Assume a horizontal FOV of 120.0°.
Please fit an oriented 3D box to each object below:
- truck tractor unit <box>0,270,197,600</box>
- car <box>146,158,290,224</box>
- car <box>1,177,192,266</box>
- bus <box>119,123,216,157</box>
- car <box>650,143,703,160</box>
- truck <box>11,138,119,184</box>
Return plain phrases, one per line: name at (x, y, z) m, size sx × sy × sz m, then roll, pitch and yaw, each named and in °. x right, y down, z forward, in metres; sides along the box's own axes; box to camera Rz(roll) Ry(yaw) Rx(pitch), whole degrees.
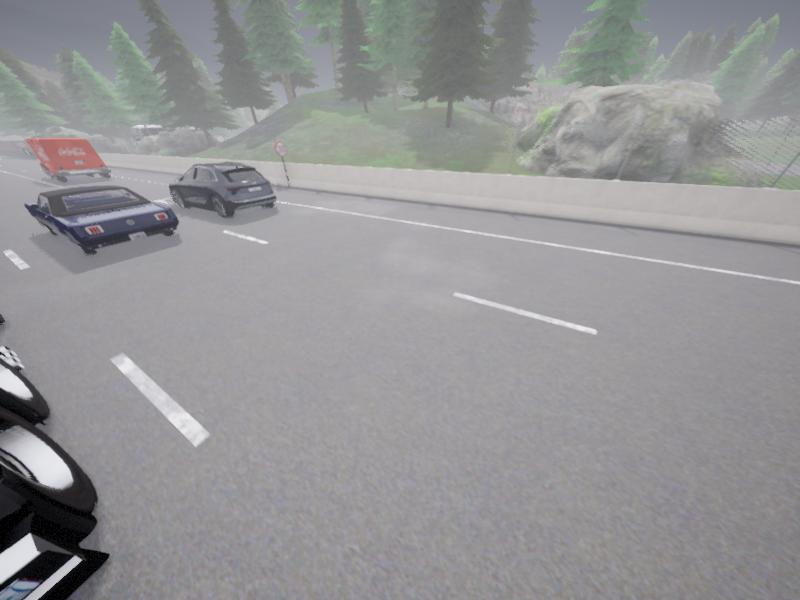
truck tractor unit at (-5.118, -0.294, 0.768) m, size 6.516 × 4.208 × 3.053 m, roll 18°, pitch 39°, yaw 24°
car at (-6.993, -4.407, 8.969) m, size 4.856 × 1.649 × 2.033 m, roll 17°, pitch 39°, yaw 24°
car at (-8.401, -2.427, 6.427) m, size 4.718 × 1.301 × 1.895 m, roll 17°, pitch 39°, yaw 24°
bus at (-39.399, -27.649, 40.004) m, size 3.944 × 4.253 × 10.273 m, roll 18°, pitch 39°, yaw 24°
car at (35.200, -19.129, 29.691) m, size 2.038 × 1.542 × 4.974 m, roll 9°, pitch 37°, yaw 14°
truck at (-23.477, -9.904, 16.272) m, size 5.204 × 2.467 × 2.627 m, roll 17°, pitch 39°, yaw 24°
